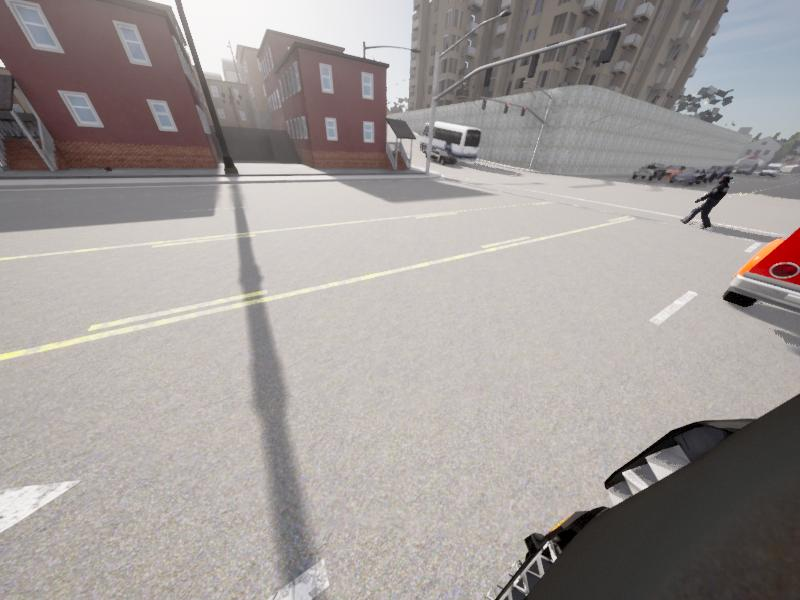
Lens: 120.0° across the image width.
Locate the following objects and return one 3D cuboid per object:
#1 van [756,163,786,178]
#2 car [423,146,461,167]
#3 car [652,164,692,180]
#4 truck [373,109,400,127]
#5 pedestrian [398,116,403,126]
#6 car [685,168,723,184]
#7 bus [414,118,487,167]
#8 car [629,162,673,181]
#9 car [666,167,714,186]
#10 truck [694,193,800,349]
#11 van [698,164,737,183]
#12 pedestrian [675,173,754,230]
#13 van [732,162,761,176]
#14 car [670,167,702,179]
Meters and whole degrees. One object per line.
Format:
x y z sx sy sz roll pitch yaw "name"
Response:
81.447 -28.415 50.705 5.915 2.561 1.988 -16 38 -26 "van"
5.458 -19.041 30.591 1.930 1.638 5.238 -16 43 -26 "car"
37.950 -17.890 32.203 4.553 1.767 2.097 -16 38 -26 "car"
-4.622 -61.183 77.786 8.468 3.827 2.891 -16 38 -26 "truck"
0.016 -41.062 52.985 0.751 1.860 0.751 -16 38 -26 "pedestrian"
38.210 -15.618 29.041 3.633 1.501 1.845 -16 38 -26 "car"
6.750 -22.989 33.574 3.944 4.253 10.273 -16 45 -26 "bus"
31.290 -16.021 28.796 4.605 1.855 1.932 -16 38 -26 "car"
33.205 -14.225 26.469 4.856 1.649 2.033 -16 38 -26 "car"
7.933 -0.737 3.384 5.204 2.467 2.627 -12 36 -25 "truck"
43.265 -17.252 31.473 4.442 1.987 1.775 -16 38 -26 "van"
11.635 -3.665 8.641 0.751 1.860 0.751 -7 35 -14 "pedestrian"
80.257 -30.313 53.472 5.915 2.561 1.988 -16 38 -26 "van"
43.383 -19.312 35.053 4.193 1.474 1.816 -16 38 -26 "car"
